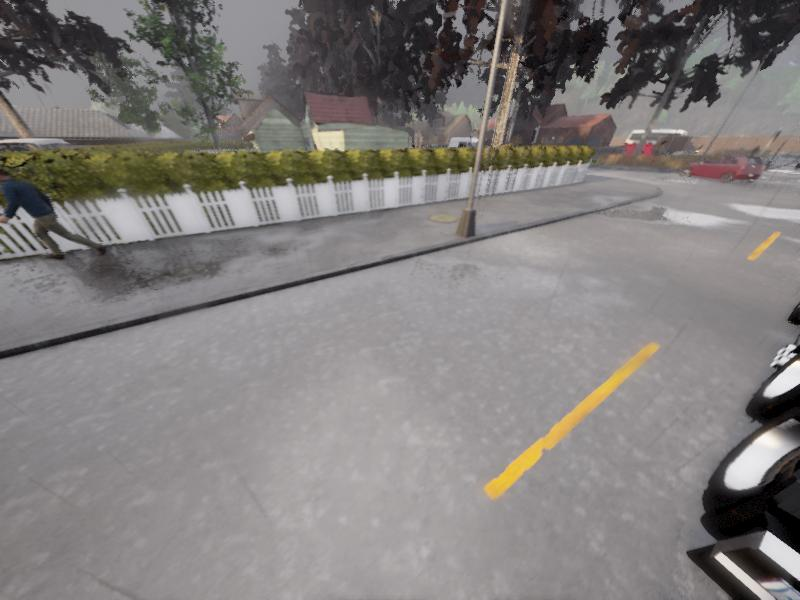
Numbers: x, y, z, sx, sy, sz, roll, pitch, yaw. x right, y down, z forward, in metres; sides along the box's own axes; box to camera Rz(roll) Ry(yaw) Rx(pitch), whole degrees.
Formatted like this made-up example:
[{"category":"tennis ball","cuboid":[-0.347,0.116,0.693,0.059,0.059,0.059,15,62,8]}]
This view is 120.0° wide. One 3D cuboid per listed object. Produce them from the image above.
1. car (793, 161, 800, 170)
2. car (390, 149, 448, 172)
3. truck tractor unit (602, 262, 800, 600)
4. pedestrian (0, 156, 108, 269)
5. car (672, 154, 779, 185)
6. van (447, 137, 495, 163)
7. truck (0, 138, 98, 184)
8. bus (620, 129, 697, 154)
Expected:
[{"category":"car","cuboid":[41.956,-14.093,22.956,4.605,1.855,1.932,-18,39,-25]},{"category":"car","cuboid":[1.509,-11.244,18.521,4.181,1.381,1.994,-18,39,-25]},{"category":"truck tractor unit","cuboid":[5.110,-0.301,0.788,6.516,4.208,3.053,-18,39,-24]},{"category":"pedestrian","cuboid":[-7.026,-1.676,4.505,0.751,1.860,0.751,-18,39,-25]},{"category":"car","cuboid":[21.856,-9.017,15.805,1.845,1.501,3.633,-1,35,-3]},{"category":"van","cuboid":[8.779,-19.193,29.453,1.988,2.561,5.915,-18,39,-25]},{"category":"truck","cuboid":[-21.586,-8.629,14.114,2.069,2.038,4.478,-18,39,-25]},{"category":"bus","cuboid":[58.587,-36.261,52.871,3.944,4.253,10.273,-18,39,-25]}]
